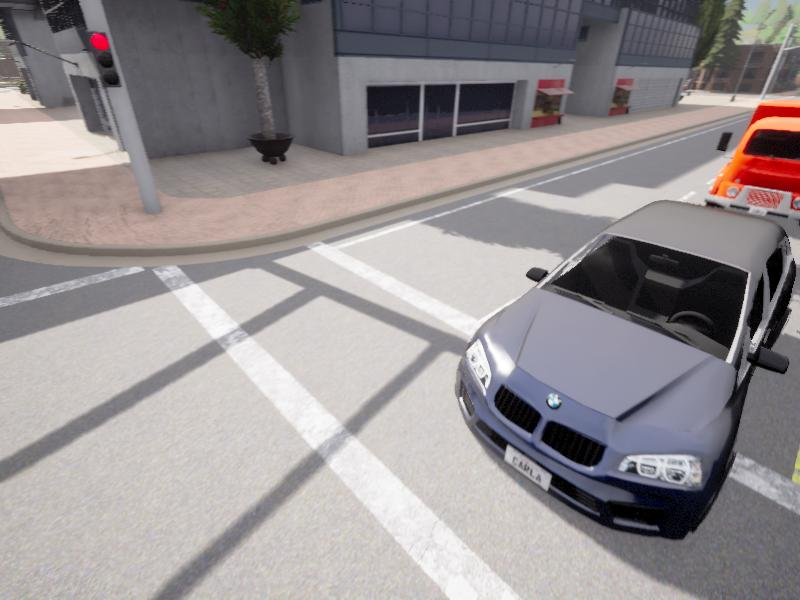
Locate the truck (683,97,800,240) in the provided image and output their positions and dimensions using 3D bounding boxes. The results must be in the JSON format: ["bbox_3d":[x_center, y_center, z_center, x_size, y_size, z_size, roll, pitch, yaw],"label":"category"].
[{"bbox_3d":[9.735,-3.507,9.912,5.204,2.467,2.627,-24,39,-37],"label":"truck"}]

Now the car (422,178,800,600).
[{"bbox_3d":[2.669,0.112,4.281,4.611,1.667,2.242,-25,39,-37],"label":"car"}]
